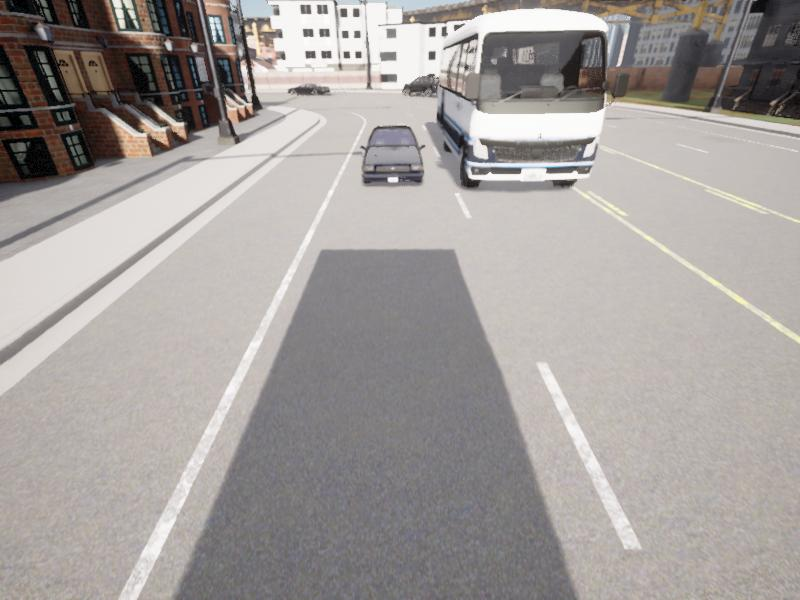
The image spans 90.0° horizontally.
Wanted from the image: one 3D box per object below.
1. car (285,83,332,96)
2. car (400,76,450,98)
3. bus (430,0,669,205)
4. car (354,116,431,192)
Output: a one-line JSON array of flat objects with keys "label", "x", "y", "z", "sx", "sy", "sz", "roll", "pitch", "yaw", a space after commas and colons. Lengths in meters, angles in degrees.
[{"label": "car", "x": -11.445, "y": -26.383, "z": 50.087, "sx": 5.357, "sy": 1.411, "sz": 2.033, "roll": 10, "pitch": 32, "yaw": 17}, {"label": "car", "x": 2.776, "y": -24.230, "z": 45.448, "sx": 2.150, "sy": 2.045, "sz": 5.566, "roll": -27, "pitch": 39, "yaw": -37}, {"label": "bus", "x": 3.407, "y": -6.837, "z": 13.457, "sx": 3.944, "sy": 4.253, "sz": 10.273, "roll": -1, "pitch": 30, "yaw": 0}, {"label": "car", "x": -0.235, "y": -5.025, "z": 13.268, "sx": 2.033, "sy": 1.411, "sz": 5.357, "roll": -1, "pitch": 30, "yaw": 0}]
